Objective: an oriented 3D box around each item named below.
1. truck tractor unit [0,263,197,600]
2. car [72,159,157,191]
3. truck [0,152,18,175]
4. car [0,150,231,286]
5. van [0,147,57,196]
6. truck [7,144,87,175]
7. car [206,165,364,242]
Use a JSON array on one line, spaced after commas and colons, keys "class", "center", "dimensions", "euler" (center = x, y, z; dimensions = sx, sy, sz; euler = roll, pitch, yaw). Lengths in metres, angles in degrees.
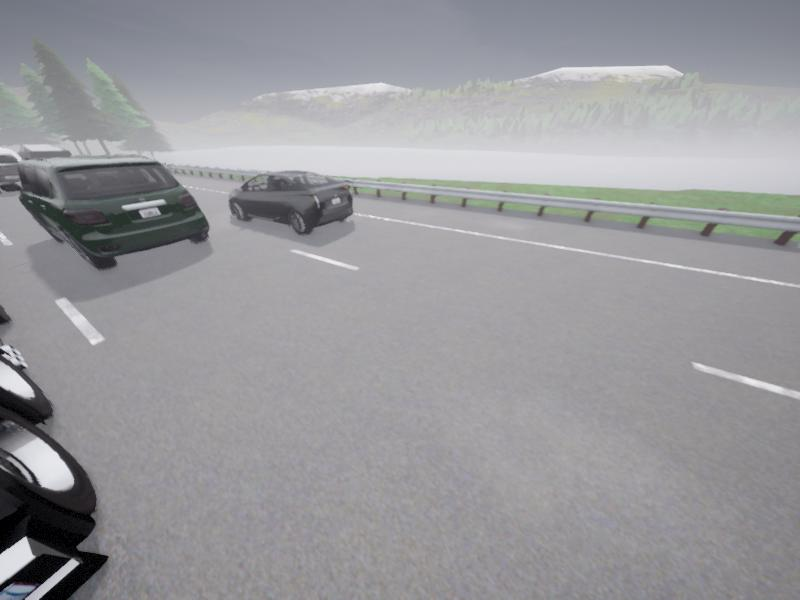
[{"class": "truck tractor unit", "center": [-5.114, -0.297, 0.782], "dimensions": [6.516, 4.208, 3.053], "euler": [18, 39, 24]}, {"class": "car", "center": [-17.545, -7.765, 14.190], "dimensions": [4.718, 1.301, 1.895], "euler": [18, 39, 24]}, {"class": "truck", "center": [-34.669, -11.531, 18.688], "dimensions": [5.204, 2.467, 2.627], "euler": [17, 38, 26]}, {"class": "car", "center": [-7.336, -2.437, 5.786], "dimensions": [5.566, 2.045, 2.150], "euler": [18, 39, 24]}, {"class": "van", "center": [-22.193, -7.275, 12.877], "dimensions": [4.480, 2.038, 2.069], "euler": [18, 39, 24]}, {"class": "truck", "center": [-31.440, -12.618, 20.588], "dimensions": [6.274, 2.098, 2.390], "euler": [18, 39, 24]}, {"class": "car", "center": [-3.659, -3.338, 7.499], "dimensions": [4.514, 1.525, 2.007], "euler": [18, 39, 24]}]
